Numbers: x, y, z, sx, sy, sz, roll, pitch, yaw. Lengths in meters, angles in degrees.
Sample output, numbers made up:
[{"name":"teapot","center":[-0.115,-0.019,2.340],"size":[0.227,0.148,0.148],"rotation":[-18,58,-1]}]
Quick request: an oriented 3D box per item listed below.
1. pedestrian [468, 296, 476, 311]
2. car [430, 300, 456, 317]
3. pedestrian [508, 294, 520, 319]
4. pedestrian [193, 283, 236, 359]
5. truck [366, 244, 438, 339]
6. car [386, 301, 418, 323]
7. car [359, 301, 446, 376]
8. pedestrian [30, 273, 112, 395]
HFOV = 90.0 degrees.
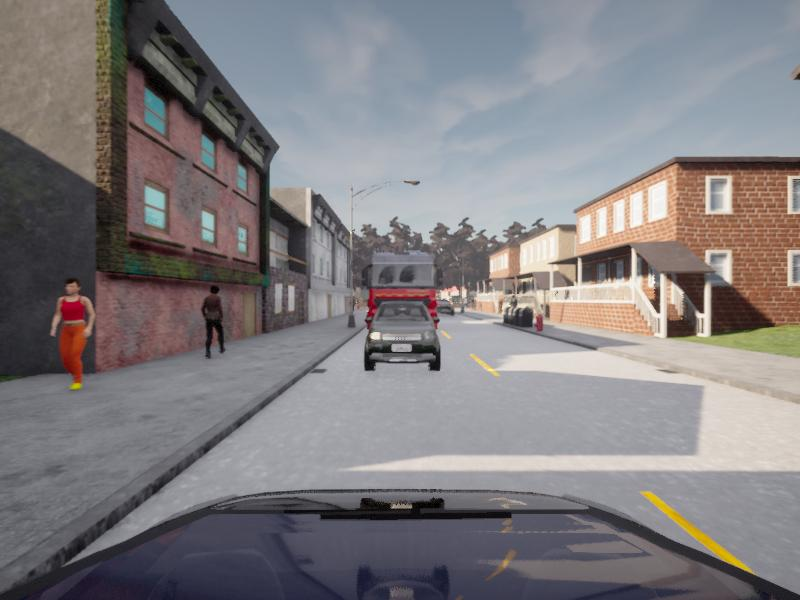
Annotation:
[{"name":"pedestrian","center":[9.323,0.458,51.750],"size":[0.751,1.860,0.751],"rotation":[0,0,-7]},{"name":"car","center":[4.210,0.774,39.882],"size":[2.038,1.542,4.974],"rotation":[0,0,0]},{"name":"pedestrian","center":[8.836,0.492,31.012],"size":[0.751,1.860,0.751],"rotation":[0,0,10]},{"name":"pedestrian","center":[-4.746,0.519,10.274],"size":[0.751,1.860,0.751],"rotation":[0,0,-2]},{"name":"truck","center":[0.107,-0.348,20.288],"size":[2.891,3.827,8.468],"rotation":[0,0,0]},{"name":"car","center":[0.155,0.813,29.021],"size":[2.163,1.488,4.792],"rotation":[0,0,0]},{"name":"car","center":[0.060,0.803,10.146],"size":[1.789,1.549,3.705],"rotation":[0,0,0]},{"name":"pedestrian","center":[-5.317,0.524,6.523],"size":[0.751,1.860,0.751],"rotation":[0,0,-9]}]
